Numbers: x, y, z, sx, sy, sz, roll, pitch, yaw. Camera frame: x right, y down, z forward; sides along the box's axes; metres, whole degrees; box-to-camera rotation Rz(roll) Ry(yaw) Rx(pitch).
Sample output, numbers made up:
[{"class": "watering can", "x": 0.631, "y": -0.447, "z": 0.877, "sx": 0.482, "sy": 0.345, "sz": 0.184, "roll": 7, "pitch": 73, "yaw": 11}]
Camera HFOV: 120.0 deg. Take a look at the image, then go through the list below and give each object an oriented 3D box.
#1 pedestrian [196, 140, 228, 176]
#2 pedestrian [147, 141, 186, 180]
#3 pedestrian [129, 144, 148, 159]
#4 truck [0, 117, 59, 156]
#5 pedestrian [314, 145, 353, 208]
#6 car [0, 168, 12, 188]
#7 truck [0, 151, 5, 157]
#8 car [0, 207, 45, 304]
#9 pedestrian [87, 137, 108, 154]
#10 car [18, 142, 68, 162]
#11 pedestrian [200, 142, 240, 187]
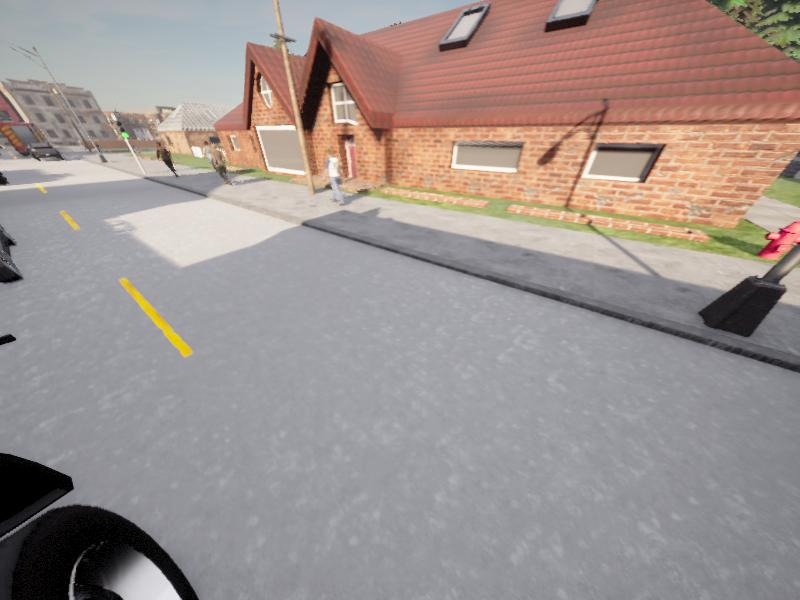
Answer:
[{"class": "pedestrian", "x": -11.840, "y": -8.964, "z": 14.622, "sx": 0.751, "sy": 1.860, "sz": 0.751, "roll": 22, "pitch": 41, "yaw": 28}, {"class": "pedestrian", "x": -13.444, "y": -8.077, "z": 13.351, "sx": 0.751, "sy": 1.860, "sz": 0.751, "roll": 20, "pitch": 40, "yaw": 26}, {"class": "pedestrian", "x": -28.141, "y": -15.984, "z": 24.865, "sx": 0.751, "sy": 1.300, "sz": 0.751, "roll": 20, "pitch": 39, "yaw": 25}, {"class": "truck", "x": -49.159, "y": -21.344, "z": 30.260, "sx": 8.468, "sy": 3.827, "sz": 2.891, "roll": 22, "pitch": 41, "yaw": 28}, {"class": "pedestrian", "x": -2.338, "y": -4.382, "z": 8.241, "sx": 0.751, "sy": 1.860, "sz": 0.751, "roll": 23, "pitch": 41, "yaw": 28}, {"class": "car", "x": -22.605, "y": -6.968, "z": 11.884, "sx": 4.605, "sy": 1.855, "sz": 1.932, "roll": 23, "pitch": 41, "yaw": 27}, {"class": "truck", "x": -49.683, "y": -18.179, "z": 26.948, "sx": 5.204, "sy": 2.467, "sz": 2.627, "roll": 22, "pitch": 41, "yaw": 27}, {"class": "car", "x": -8.847, "y": -1.091, "z": 4.038, "sx": 4.902, "sy": 1.511, "sz": 2.128, "roll": 22, "pitch": 41, "yaw": 28}, {"class": "pedestrian", "x": -40.747, "y": -20.835, "z": 31.110, "sx": 0.751, "sy": 1.860, "sz": 0.751, "roll": 16, "pitch": 38, "yaw": 21}, {"class": "car", "x": -37.745, "y": -15.726, "z": 24.437, "sx": 4.902, "sy": 1.511, "sz": 2.128, "roll": 22, "pitch": 41, "yaw": 28}, {"class": "pedestrian", "x": -8.895, "y": -6.715, "z": 11.473, "sx": 0.751, "sy": 1.860, "sz": 0.751, "roll": 21, "pitch": 40, "yaw": 26}]
